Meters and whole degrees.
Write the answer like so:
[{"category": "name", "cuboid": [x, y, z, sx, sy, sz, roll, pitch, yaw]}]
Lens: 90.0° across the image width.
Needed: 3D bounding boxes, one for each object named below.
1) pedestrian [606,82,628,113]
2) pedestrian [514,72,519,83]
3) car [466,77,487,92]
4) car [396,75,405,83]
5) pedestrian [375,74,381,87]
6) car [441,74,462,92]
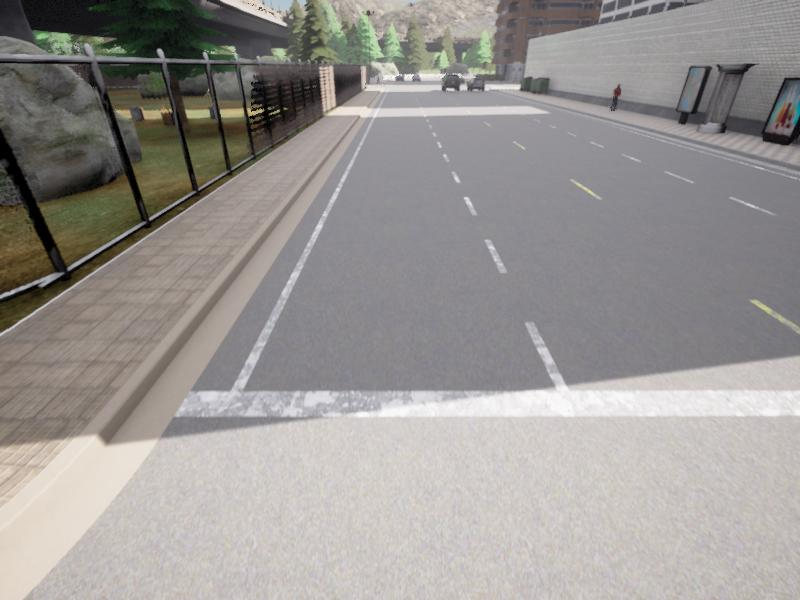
[{"category": "pedestrian", "cuboid": [15.057, -14.058, 27.804, 0.751, 1.860, 0.751, 2, 30, 3]}, {"category": "pedestrian", "cuboid": [23.733, -45.373, 81.479, 0.751, 1.860, 0.751, 7, 31, 12]}, {"category": "car", "cuboid": [10.514, -29.865, 55.418, 2.033, 1.649, 4.856, 0, 30, 0]}, {"category": "car", "cuboid": [0.023, -48.122, 87.001, 1.895, 1.301, 4.718, 0, 30, 0]}, {"category": "pedestrian", "cuboid": [-3.444, -34.496, 62.893, 0.751, 1.860, 0.751, -3, 30, -5]}, {"category": "car", "cuboid": [7.014, -30.074, 55.382, 2.150, 2.045, 5.566, 0, 30, 0]}]
